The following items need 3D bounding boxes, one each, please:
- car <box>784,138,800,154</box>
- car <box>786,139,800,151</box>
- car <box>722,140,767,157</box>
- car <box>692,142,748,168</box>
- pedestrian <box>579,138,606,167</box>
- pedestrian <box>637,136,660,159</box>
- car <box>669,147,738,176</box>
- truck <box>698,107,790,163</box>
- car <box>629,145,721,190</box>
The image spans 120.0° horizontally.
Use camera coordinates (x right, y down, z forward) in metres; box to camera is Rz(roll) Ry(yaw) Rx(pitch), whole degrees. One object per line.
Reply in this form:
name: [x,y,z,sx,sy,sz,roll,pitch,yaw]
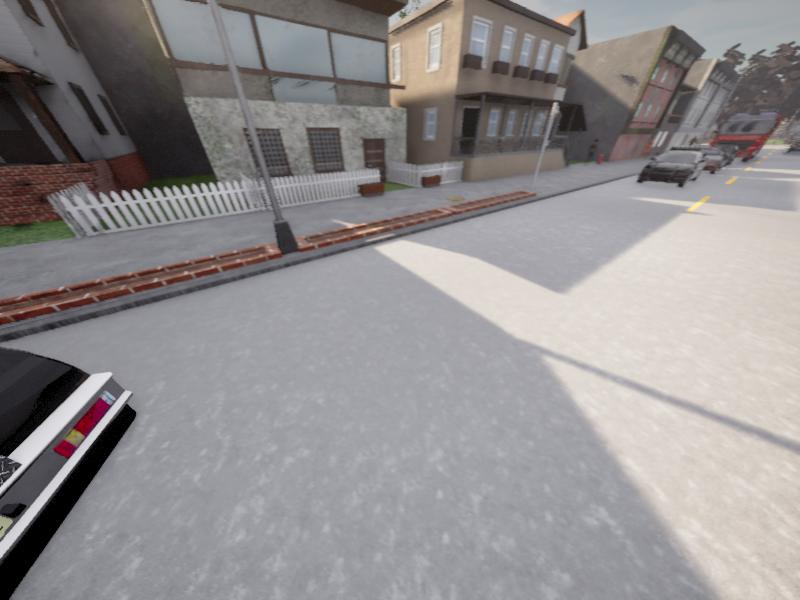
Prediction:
car: [51.028,-19.484,29.136,4.974,1.542,2.038,-23,41,-28]
car: [56.400,-21.675,32.264,4.181,1.385,1.994,-23,41,-28]
car: [40.105,-17.724,26.895,4.792,1.488,2.163,-23,41,-28]
car: [26.030,-11.854,18.816,3.705,1.549,1.789,-23,41,-28]
pedestrian: [14.910,-11.447,17.954,0.751,1.860,0.751,-17,39,-22]
pedestrian: [24.810,-15.219,23.089,0.751,1.860,0.751,-22,40,-27]
car: [21.138,-9.738,16.085,4.181,1.385,1.994,-23,41,-28]
truck: [32.976,-15.698,22.144,8.468,3.827,2.891,-23,41,-28]
car: [14.923,-7.298,12.523,5.238,1.638,1.930,-24,41,-29]
